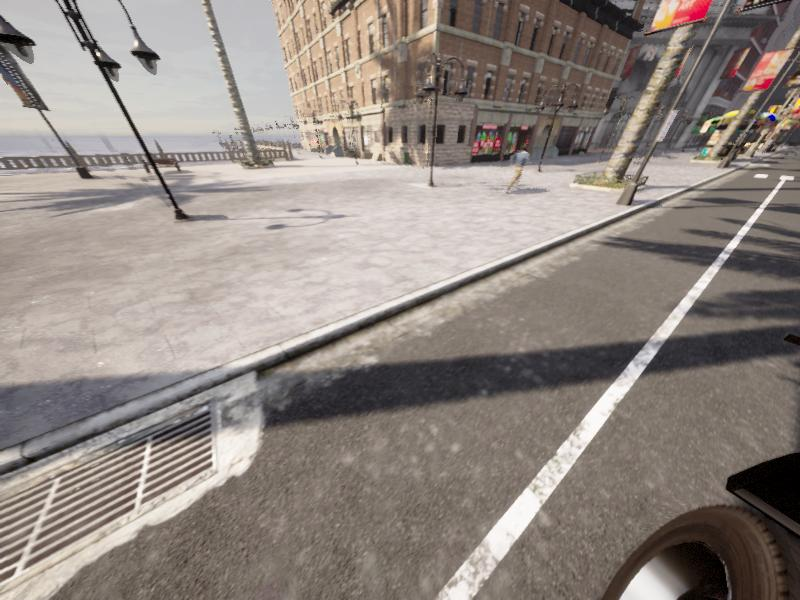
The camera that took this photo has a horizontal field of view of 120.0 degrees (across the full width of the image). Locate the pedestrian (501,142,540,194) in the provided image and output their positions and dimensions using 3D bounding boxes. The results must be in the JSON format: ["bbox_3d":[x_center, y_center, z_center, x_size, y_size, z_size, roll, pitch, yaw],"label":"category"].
[{"bbox_3d":[5.189,-5.718,10.033,0.751,1.860,0.751,-19,40,-25],"label":"pedestrian"}]

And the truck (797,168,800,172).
[{"bbox_3d":[33.707,-11.691,16.941,8.468,3.827,2.891,-21,40,-27],"label":"truck"}]

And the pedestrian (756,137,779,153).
[{"bbox_3d":[53.798,-22.747,33.859,0.751,1.860,0.751,-2,35,-3],"label":"pedestrian"}]

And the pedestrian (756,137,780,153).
[{"bbox_3d":[53.163,-22.398,33.370,0.751,1.860,0.751,-1,35,-1],"label":"pedestrian"}]
